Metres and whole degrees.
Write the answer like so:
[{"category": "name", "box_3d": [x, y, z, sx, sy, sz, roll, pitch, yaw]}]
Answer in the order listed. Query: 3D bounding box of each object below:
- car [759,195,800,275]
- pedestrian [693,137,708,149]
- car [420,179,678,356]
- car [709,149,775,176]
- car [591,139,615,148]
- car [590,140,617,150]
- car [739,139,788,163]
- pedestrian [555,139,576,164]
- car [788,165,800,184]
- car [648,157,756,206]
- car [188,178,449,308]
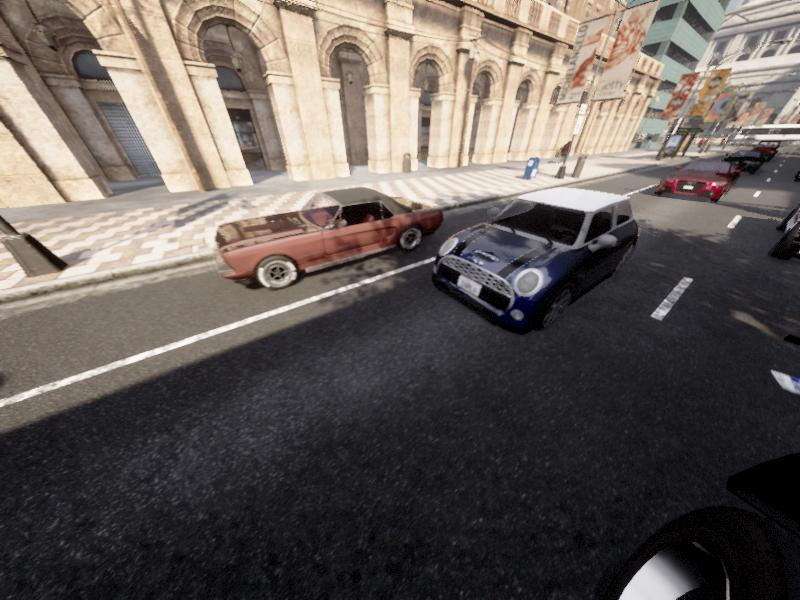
[{"category": "car", "box_3d": [10.186, -1.693, 4.905, 4.974, 1.542, 2.038, -22, 41, -28]}, {"category": "pedestrian", "box_3d": [55.627, -29.029, 42.714, 0.751, 1.860, 0.751, -18, 39, -23]}, {"category": "car", "box_3d": [2.489, -1.002, 4.027, 3.806, 1.475, 1.970, -22, 41, -28]}, {"category": "car", "box_3d": [24.816, -10.048, 16.774, 4.181, 1.385, 1.994, -22, 41, -28]}, {"category": "car", "box_3d": [45.675, -35.199, 51.941, 4.902, 1.511, 2.128, -22, 41, -28]}, {"category": "car", "box_3d": [38.555, -29.359, 43.785, 4.786, 1.482, 2.161, -22, 41, -28]}, {"category": "car", "box_3d": [37.623, -15.477, 23.920, 3.866, 1.878, 1.905, -22, 41, -28]}, {"category": "pedestrian", "box_3d": [15.008, -13.489, 20.996, 0.751, 1.860, 0.751, -25, 42, -31]}, {"category": "car", "box_3d": [25.049, -7.692, 13.410, 5.357, 1.411, 2.033, -22, 41, -28]}, {"category": "car", "box_3d": [13.465, -5.426, 10.309, 4.181, 1.385, 1.994, -22, 41, -28]}, {"category": "car", "box_3d": [-1.374, -1.644, 5.115, 4.718, 1.301, 1.895, -22, 41, -28]}]
